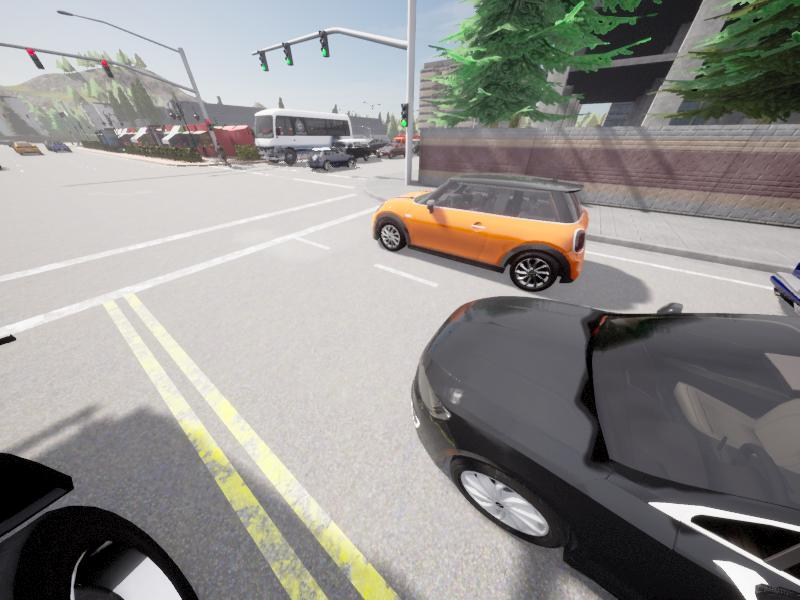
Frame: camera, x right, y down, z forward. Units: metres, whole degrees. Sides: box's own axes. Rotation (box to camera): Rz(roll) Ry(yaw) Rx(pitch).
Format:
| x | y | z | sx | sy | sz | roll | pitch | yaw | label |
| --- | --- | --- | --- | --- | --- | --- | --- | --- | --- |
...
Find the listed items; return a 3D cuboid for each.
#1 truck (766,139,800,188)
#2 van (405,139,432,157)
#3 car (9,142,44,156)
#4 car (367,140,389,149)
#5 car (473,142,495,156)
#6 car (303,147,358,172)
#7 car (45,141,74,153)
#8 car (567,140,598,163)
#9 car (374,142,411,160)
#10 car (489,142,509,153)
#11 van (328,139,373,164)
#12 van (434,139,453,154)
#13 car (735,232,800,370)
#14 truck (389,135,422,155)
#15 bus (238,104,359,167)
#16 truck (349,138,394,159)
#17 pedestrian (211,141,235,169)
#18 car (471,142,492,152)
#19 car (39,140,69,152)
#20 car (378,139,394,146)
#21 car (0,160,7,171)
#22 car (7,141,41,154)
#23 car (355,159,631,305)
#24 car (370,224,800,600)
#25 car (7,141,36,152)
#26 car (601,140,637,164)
| x | y | z | sx | sy | sz | roll | pitch | yaw | label |
| --- | --- | --- | --- | --- | --- | --- | --- | --- | --- |
| 22.654 | -6.918 | 11.474 | 2.615 | 2.467 | 5.204 | 22 | 41 | 28 | truck |
| 2.681 | -22.218 | 33.656 | 1.775 | 1.987 | 4.442 | 22 | 41 | 28 | van |
| -52.589 | -21.354 | 32.529 | 5.008 | 1.535 | 1.882 | 22 | 40 | 27 | car |
| -4.941 | -35.050 | 52.035 | 4.611 | 1.667 | 2.242 | 22 | 41 | 28 | car |
| 13.073 | -23.606 | 36.028 | 1.851 | 1.617 | 3.988 | 22 | 41 | 28 | car |
| -5.559 | -11.600 | 18.968 | 1.970 | 1.475 | 3.806 | 22 | 41 | 28 | car |
| -55.708 | -25.028 | 37.778 | 4.193 | 1.474 | 1.816 | 22 | 41 | 28 | car |
| 19.706 | -16.079 | 24.910 | 1.905 | 1.878 | 3.866 | 22 | 41 | 28 | car |
| -0.868 | -19.117 | 29.545 | 2.152 | 1.651 | 5.027 | 22 | 40 | 28 | car |
| 18.111 | -27.772 | 42.038 | 1.882 | 1.535 | 5.008 | 22 | 41 | 28 | car |
| -5.050 | -15.856 | 24.523 | 2.069 | 2.038 | 4.480 | 19 | 39 | 24 | van |
| 7.729 | -27.043 | 40.536 | 1.775 | 1.987 | 4.442 | 17 | 39 | 22 | van |
| 7.249 | 0.641 | 1.931 | 4.718 | 1.301 | 1.895 | 22 | 41 | 28 | car |
| 0.911 | -24.496 | 36.452 | 2.627 | 2.467 | 5.204 | 22 | 41 | 28 | truck |
| -9.334 | -16.574 | 23.593 | 3.944 | 4.253 | 10.273 | 22 | 41 | 28 | bus |
| -3.670 | -20.530 | 31.118 | 2.390 | 2.098 | 6.274 | 22 | 40 | 28 | truck |
| -14.381 | -11.792 | 18.811 | 0.751 | 1.860 | 0.751 | 18 | 39 | 23 | pedestrian |
| 15.517 | -29.155 | 44.008 | 2.128 | 1.511 | 4.902 | 22 | 41 | 28 | car |
| -61.060 | -27.266 | 40.785 | 4.856 | 1.649 | 2.033 | 22 | 41 | 28 | car |
| -4.364 | -50.630 | 74.157 | 4.611 | 1.667 | 2.242 | 22 | 41 | 28 | car |
| -33.607 | -11.124 | 18.187 | 4.792 | 1.488 | 2.163 | 22 | 41 | 28 | car |
| -58.111 | -23.554 | 35.664 | 4.792 | 1.488 | 2.163 | 22 | 41 | 28 | car |
| 1.514 | -1.895 | 5.059 | 4.553 | 1.767 | 2.097 | 22 | 41 | 28 | car |
| 2.365 | 1.036 | 1.164 | 4.892 | 1.490 | 1.837 | 22 | 41 | 28 | car |
| -63.717 | -25.849 | 38.833 | 5.008 | 1.535 | 1.882 | 22 | 41 | 28 | car |
| 22.118 | -15.102 | 23.540 | 1.905 | 1.878 | 3.866 | 22 | 41 | 28 | car |
